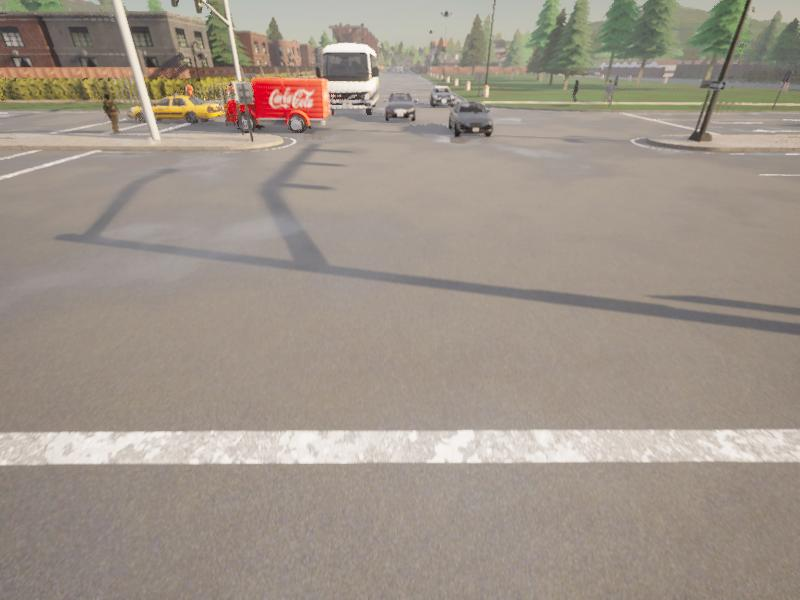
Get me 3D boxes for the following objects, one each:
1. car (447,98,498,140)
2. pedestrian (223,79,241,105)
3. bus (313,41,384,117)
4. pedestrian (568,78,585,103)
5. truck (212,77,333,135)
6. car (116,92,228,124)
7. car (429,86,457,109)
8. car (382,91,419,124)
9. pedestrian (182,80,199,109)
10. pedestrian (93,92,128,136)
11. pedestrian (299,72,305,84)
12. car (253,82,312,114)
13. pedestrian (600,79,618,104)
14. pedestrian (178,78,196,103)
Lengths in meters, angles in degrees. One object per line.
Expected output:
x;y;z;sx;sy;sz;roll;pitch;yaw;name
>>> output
3.517;-9.201;20.191;1.816;1.474;4.193;0;30;0;car
-13.770;-17.068;32.780;0.751;1.860;0.751;2;30;3;pedestrian
-3.359;-16.517;29.918;3.944;4.253;10.273;0;30;0;bus
15.279;-18.126;34.672;0.751;1.860;0.751;3;31;5;pedestrian
-6.345;-10.095;20.743;5.204;2.467;2.627;1;30;0;truck
-13.546;-11.531;24.049;5.366;1.575;1.801;0;30;0;car
3.522;-17.055;33.570;1.970;1.475;3.806;0;30;0;car
0.017;-12.444;25.681;2.128;1.511;4.902;0;30;0;car
-15.888;-15.589;30.334;0.751;1.860;0.751;-13;33;-21;pedestrian
-14.025;-9.026;19.455;0.751;1.860;0.751;-12;33;-20;pedestrian
-16.959;-38.394;69.189;0.751;1.860;0.751;0;30;-1;pedestrian
-8.741;-15.256;30.090;1.905;1.878;3.866;15;34;24;car
17.891;-17.867;34.232;0.751;1.860;0.751;1;30;2;pedestrian
-18.449;-18.159;34.712;0.751;1.860;0.751;1;30;2;pedestrian
